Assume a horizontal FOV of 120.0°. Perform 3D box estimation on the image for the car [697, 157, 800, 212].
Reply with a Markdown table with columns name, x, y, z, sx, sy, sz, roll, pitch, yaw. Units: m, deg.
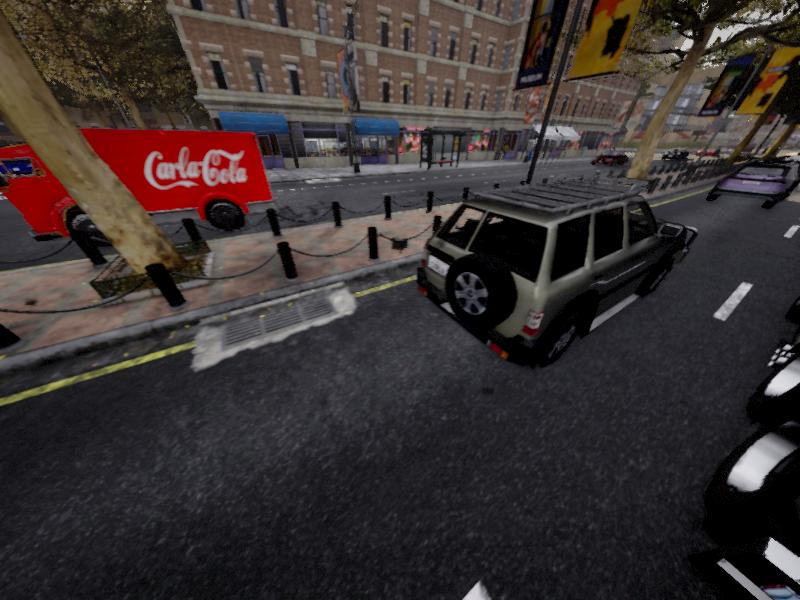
| name | x | y | z | sx | sy | sz | roll | pitch | yaw |
| --- | --- | --- | --- | --- | --- | --- | --- | --- | --- |
| car | 16.053 | -5.293 | 10.298 | 4.856 | 1.649 | 2.033 | -18 | 39 | -25 |

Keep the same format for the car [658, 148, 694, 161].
| name | x | y | z | sx | sy | sz | roll | pitch | yaw |
| --- | --- | --- | --- | --- | --- | --- | --- | --- | --- |
| car | 38.960 | -20.580 | 32.582 | 3.806 | 1.475 | 1.970 | -18 | 39 | -24 |

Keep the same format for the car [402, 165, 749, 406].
| name | x | y | z | sx | sy | sz | roll | pitch | yaw |
| --- | --- | --- | --- | --- | --- | --- | --- | --- | --- |
| car | 2.505 | -0.802 | 3.529 | 4.605 | 1.855 | 1.932 | -19 | 39 | -25 |

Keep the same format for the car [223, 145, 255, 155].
| name | x | y | z | sx | sy | sz | roll | pitch | yaw |
| --- | --- | --- | --- | --- | --- | --- | --- | --- | --- |
| car | -27.494 | -25.703 | 39.572 | 4.181 | 1.385 | 1.994 | -17 | 39 | -24 |

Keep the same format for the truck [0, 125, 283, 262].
| name | x | y | z | sx | sy | sz | roll | pitch | yaw |
| --- | --- | --- | --- | --- | --- | --- | --- | --- | --- |
| truck | -6.637 | -3.270 | 6.495 | 5.204 | 2.467 | 2.627 | -19 | 39 | -25 |

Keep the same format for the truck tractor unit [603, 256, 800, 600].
| name | x | y | z | sx | sy | sz | roll | pitch | yaw |
| --- | --- | --- | --- | --- | --- | --- | --- | --- | --- |
| truck tractor unit | 5.095 | -0.317 | 0.802 | 6.516 | 4.208 | 3.053 | -19 | 39 | -25 |

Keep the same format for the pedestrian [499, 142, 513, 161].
| name | x | y | z | sx | sy | sz | roll | pitch | yaw |
| --- | --- | --- | --- | --- | --- | --- | --- | --- | --- |
| pedestrian | 12.963 | -18.173 | 28.290 | 0.751 | 1.860 | 0.751 | -14 | 37 | -20 |

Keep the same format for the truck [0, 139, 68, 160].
| name | x | y | z | sx | sy | sz | roll | pitch | yaw |
| --- | --- | --- | --- | --- | --- | --- | --- | --- | --- |
| truck | -47.667 | -18.931 | 29.049 | 6.274 | 2.098 | 2.390 | -9 | 35 | -12 |

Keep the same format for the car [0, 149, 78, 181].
| name | x | y | z | sx | sy | sz | roll | pitch | yaw |
| --- | --- | --- | --- | --- | --- | --- | --- | --- | --- |
| car | -25.837 | -9.649 | 16.348 | 1.882 | 1.535 | 5.008 | -20 | 40 | -27 |

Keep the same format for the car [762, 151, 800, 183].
| name | x | y | z | sx | sy | sz | roll | pitch | yaw |
| --- | --- | --- | --- | --- | --- | --- | --- | --- | --- |
| car | 29.005 | -9.688 | 16.703 | 5.238 | 1.638 | 1.930 | -19 | 39 | -25 |

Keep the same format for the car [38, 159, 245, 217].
| name | x | y | z | sx | sy | sz | roll | pitch | yaw |
| --- | --- | --- | --- | --- | --- | --- | --- | --- | --- |
| car | -9.439 | -4.614 | 9.230 | 4.974 | 1.542 | 2.038 | -13 | 37 | -18 |

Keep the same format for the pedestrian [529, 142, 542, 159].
| name | x | y | z | sx | sy | sz | roll | pitch | yaw |
| --- | --- | --- | --- | --- | --- | --- | --- | --- | --- |
| pedestrian | 17.877 | -19.706 | 30.529 | 0.751 | 1.860 | 0.751 | -12 | 37 | -17 |

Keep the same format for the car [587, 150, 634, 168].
| name | x | y | z | sx | sy | sz | roll | pitch | yaw |
| --- | --- | --- | --- | --- | --- | --- | --- | --- | --- |
| car | 22.321 | -14.967 | 24.486 | 4.181 | 1.385 | 1.994 | -19 | 39 | -25 |
